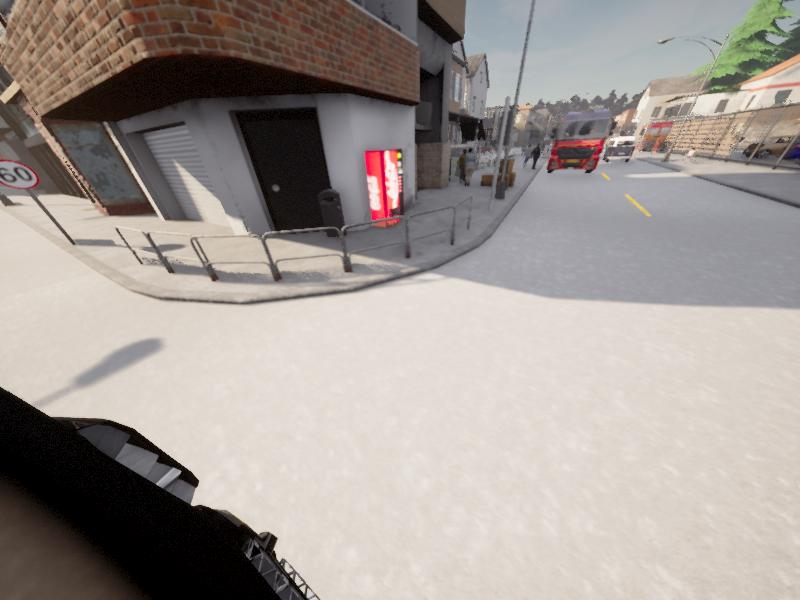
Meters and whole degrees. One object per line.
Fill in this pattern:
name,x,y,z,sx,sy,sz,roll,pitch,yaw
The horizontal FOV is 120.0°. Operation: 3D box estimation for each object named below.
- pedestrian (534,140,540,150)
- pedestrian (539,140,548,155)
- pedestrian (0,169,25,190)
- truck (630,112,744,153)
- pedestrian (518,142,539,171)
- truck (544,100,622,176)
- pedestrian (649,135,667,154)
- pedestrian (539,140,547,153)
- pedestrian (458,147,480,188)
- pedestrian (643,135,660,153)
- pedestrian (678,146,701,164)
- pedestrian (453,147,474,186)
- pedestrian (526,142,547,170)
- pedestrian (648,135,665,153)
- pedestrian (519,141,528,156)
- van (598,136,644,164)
pedestrian,32.061,-36.174,53.933,0.751,1.860,0.751,16,38,26
pedestrian,22.859,-24.339,36.854,0.751,1.860,0.751,11,36,20
pedestrian,-41.486,-12.805,24.601,0.751,1.860,0.751,21,40,31
truck,37.910,-22.372,31.158,8.468,3.827,2.891,9,35,17
pedestrian,10.221,-11.430,18.431,0.751,1.860,0.751,-2,34,1
truck,13.559,-12.209,17.790,2.891,3.827,8.468,16,38,26
pedestrian,31.065,-18.796,27.863,0.751,1.860,0.751,19,39,29
pedestrian,25.270,-27.197,40.963,0.751,1.860,0.751,13,37,23
pedestrian,3.767,-7.270,12.667,0.751,1.860,0.751,-5,34,-2
pedestrian,30.950,-19.145,28.398,0.751,1.860,0.751,24,42,35
pedestrian,21.716,-10.855,17.341,0.500,1.100,0.500,-14,35,-16
pedestrian,3.606,-7.634,13.228,0.751,1.860,0.751,-5,34,-3
pedestrian,10.891,-11.474,18.444,0.751,1.860,0.751,-24,39,-29
pedestrian,31.486,-19.161,28.380,0.751,1.860,0.751,22,41,33
pedestrian,19.300,-23.620,36.053,0.751,1.860,0.751,15,37,24
van,21.184,-14.579,22.369,2.069,2.038,4.480,16,38,26
